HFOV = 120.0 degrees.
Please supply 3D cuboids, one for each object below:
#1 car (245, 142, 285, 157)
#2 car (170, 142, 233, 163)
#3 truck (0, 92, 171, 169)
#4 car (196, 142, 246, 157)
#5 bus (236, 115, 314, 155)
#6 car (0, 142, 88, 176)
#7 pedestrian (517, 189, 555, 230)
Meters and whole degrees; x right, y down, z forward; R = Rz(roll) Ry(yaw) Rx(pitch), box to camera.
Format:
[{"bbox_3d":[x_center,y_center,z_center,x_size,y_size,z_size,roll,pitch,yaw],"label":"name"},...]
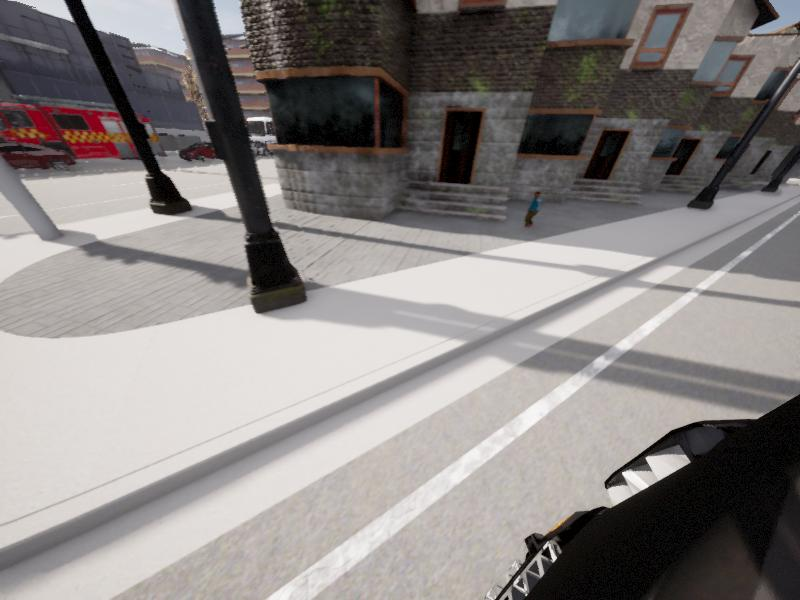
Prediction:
[{"bbox_3d":[-16.629,-18.739,28.725,1.970,1.475,3.806,10,35,12],"label":"car"},{"bbox_3d":[-18.786,-14.252,22.181,1.816,1.474,4.193,10,36,11],"label":"car"},{"bbox_3d":[-23.751,-12.462,17.307,2.891,3.827,8.468,10,36,12],"label":"truck"},{"bbox_3d":[-20.782,-17.708,27.116,1.994,1.385,4.181,10,36,11],"label":"car"},{"bbox_3d":[-17.901,-24.456,34.585,3.944,4.253,10.273,10,35,12],"label":"bus"},{"bbox_3d":[-21.817,-7.944,12.951,1.812,1.442,4.674,10,35,12],"label":"car"},{"bbox_3d":[4.171,-2.793,7.131,0.500,1.100,0.500,-13,36,-22],"label":"pedestrian"}]
